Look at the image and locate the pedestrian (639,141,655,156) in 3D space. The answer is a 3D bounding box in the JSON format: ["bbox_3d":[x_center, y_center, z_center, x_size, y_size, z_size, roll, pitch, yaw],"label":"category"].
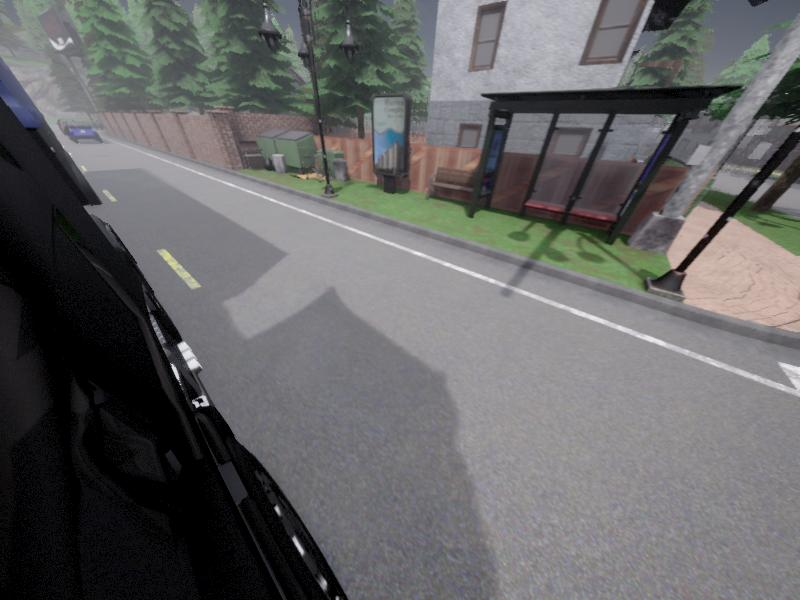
[{"bbox_3d":[36.125,-22.137,33.755,0.751,1.860,0.751,-26,45,-33],"label":"pedestrian"}]

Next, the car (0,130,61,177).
[{"bbox_3d":[-17.258,-6.557,10.218,4.181,1.385,1.994,27,43,29],"label":"car"}]

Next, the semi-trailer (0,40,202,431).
[{"bbox_3d":[-8.714,-3.588,4.221,14.254,4.402,2.717,28,43,30],"label":"semi-trailer"}]

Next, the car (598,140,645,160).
[{"bbox_3d":[29.472,-20.201,31.011,1.932,1.855,4.605,4,37,1],"label":"car"}]

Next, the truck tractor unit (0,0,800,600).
[{"bbox_3d":[-2.645,-0.295,0.352,6.516,4.208,3.053,28,44,30],"label":"truck tractor unit"}]

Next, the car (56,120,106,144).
[{"bbox_3d":[-29.719,-15.669,21.523,4.514,1.525,2.007,27,43,29],"label":"car"}]
